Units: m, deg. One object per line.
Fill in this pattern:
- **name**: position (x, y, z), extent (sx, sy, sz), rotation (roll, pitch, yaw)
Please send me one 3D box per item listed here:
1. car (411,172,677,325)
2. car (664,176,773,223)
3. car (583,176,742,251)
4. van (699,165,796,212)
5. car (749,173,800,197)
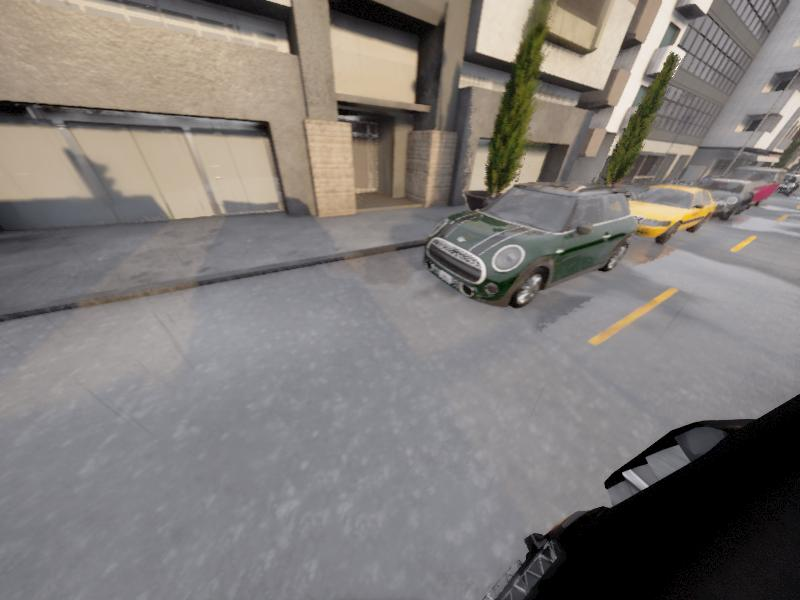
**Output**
- **car**: position (2.763, -1.458, 4.662), extent (4.553, 1.767, 2.097), rotation (-16, 38, -26)
- **car**: position (14.893, -4.820, 10.849), extent (3.806, 1.475, 1.970), rotation (-16, 38, -26)
- **car**: position (8.916, -3.143, 7.817), extent (5.366, 1.575, 1.801), rotation (-16, 38, -26)
- **van**: position (19.676, -6.407, 13.107), extent (4.442, 1.987, 1.775), rotation (-16, 38, -26)
- **car**: position (31.790, -9.688, 19.343), extent (3.806, 1.475, 1.970), rotation (-16, 38, -26)
